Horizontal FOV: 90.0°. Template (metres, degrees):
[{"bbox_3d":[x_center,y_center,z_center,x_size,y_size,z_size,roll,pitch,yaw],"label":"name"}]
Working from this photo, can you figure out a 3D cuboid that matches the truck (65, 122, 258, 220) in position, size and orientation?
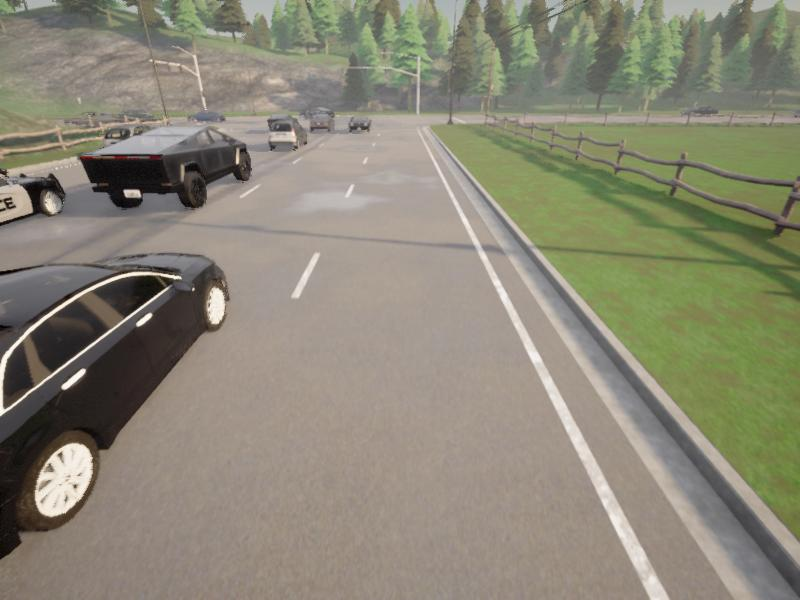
[{"bbox_3d":[-7.022,-4.516,13.106,2.390,2.098,6.274,0,27,0],"label":"truck"}]

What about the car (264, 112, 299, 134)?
[{"bbox_3d":[-10.673,-16.218,36.480,1.882,1.535,5.008,-1,27,-2],"label":"car"}]

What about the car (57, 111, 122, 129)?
[{"bbox_3d":[-31.208,-18.183,40.372,4.514,1.525,2.007,-8,28,-15],"label":"car"}]

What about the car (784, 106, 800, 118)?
[{"bbox_3d":[57.567,-26.348,56.081,4.902,1.511,2.128,0,27,1],"label":"car"}]

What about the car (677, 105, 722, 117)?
[{"bbox_3d":[44.380,-28.026,59.315,4.892,1.490,1.837,0,27,1],"label":"car"}]

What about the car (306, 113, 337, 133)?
[{"bbox_3d":[-7.187,-16.449,37.077,2.033,1.411,5.357,-1,27,-2],"label":"car"}]

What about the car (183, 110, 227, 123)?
[{"bbox_3d":[-23.426,-22.134,48.202,4.181,1.385,1.994,-4,27,-8],"label":"car"}]

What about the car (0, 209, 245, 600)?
[{"bbox_3d":[-3.507,0.417,4.171,1.837,1.490,4.892,0,27,0],"label":"car"}]

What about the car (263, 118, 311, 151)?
[{"bbox_3d":[-7.015,-10.519,25.314,1.851,1.617,3.988,0,27,0],"label":"car"}]

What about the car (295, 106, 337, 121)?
[{"bbox_3d":[-11.056,-24.555,52.575,5.238,1.638,1.930,14,30,25],"label":"car"}]

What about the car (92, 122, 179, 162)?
[{"bbox_3d":[-14.013,-8.570,21.547,1.851,1.617,3.988,0,27,0],"label":"car"}]

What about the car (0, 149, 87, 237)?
[{"bbox_3d":[-10.510,-2.397,9.499,1.930,1.638,5.238,0,27,0],"label":"car"}]

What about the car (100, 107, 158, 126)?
[{"bbox_3d":[-29.607,-20.169,43.932,4.553,1.767,2.097,-7,28,-13],"label":"car"}]

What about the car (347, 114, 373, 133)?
[{"bbox_3d":[-3.575,-16.128,36.549,1.895,1.301,4.718,0,27,-1],"label":"car"}]
